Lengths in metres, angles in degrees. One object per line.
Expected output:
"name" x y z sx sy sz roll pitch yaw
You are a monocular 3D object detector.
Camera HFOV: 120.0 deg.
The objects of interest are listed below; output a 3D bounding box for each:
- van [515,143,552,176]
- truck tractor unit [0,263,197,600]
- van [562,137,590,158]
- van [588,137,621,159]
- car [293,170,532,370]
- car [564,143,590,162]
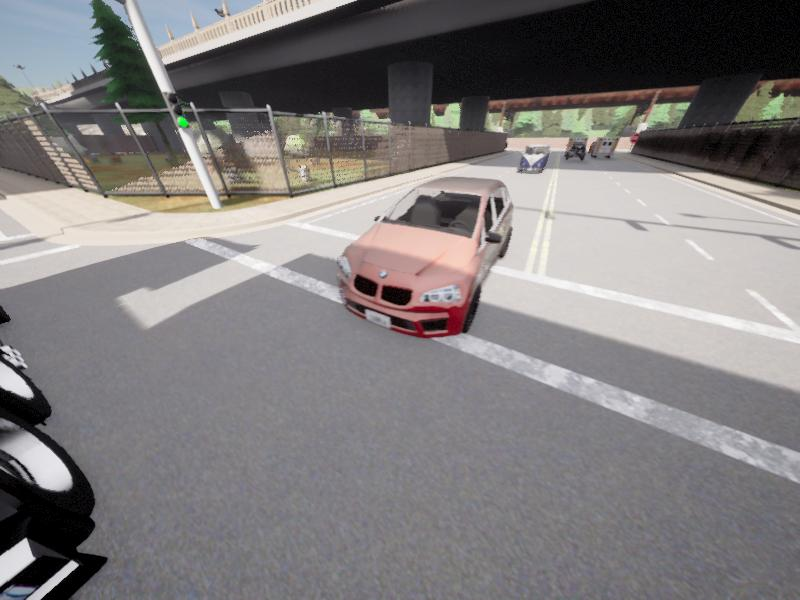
"van" 10.867 -11.414 18.654 1.775 1.987 4.442 18 39 24
"truck tractor unit" -5.109 -0.302 0.784 6.516 4.208 3.053 18 39 24
"van" 26.319 -22.987 34.794 2.351 2.431 6.366 18 39 24
"van" 29.605 -22.251 33.711 2.351 2.431 6.366 18 39 24
"car" 0.827 -1.291 4.432 2.242 1.667 4.611 18 38 24
"car" 22.299 -18.754 29.218 1.932 1.855 4.605 18 39 24
